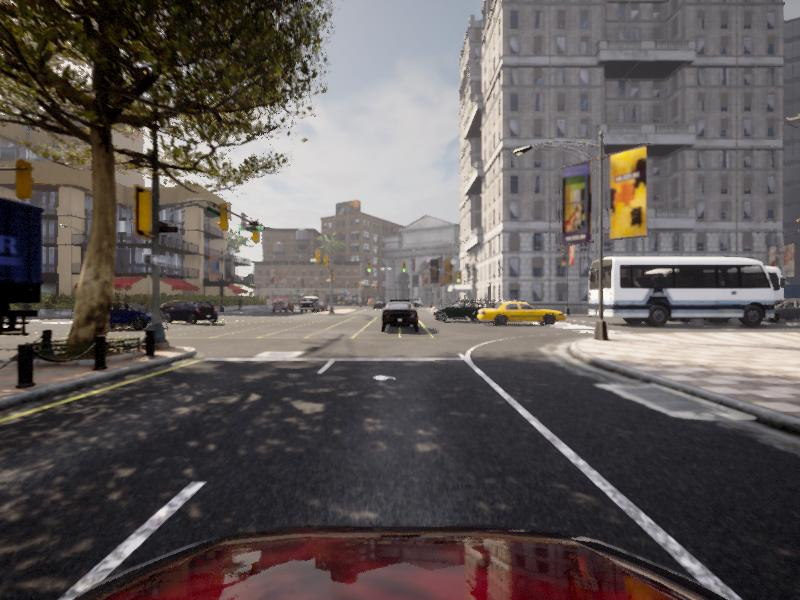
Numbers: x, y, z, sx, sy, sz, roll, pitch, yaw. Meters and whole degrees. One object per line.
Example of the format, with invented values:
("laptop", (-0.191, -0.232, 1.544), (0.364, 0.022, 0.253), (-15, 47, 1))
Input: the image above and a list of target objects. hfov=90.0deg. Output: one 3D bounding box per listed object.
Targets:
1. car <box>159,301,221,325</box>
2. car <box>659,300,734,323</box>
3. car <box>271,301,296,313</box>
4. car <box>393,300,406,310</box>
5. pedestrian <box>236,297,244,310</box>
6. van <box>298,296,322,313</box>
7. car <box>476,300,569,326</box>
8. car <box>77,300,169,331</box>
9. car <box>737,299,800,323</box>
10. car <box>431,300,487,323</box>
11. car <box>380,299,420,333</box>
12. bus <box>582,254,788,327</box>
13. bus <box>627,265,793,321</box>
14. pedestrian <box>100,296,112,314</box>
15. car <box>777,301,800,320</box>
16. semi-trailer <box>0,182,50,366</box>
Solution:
("car", (-13.867, 0.819, 26.382), (3.633, 1.501, 1.845), (0, 0, 26))
("car", (21.266, 0.779, 28.790), (3.988, 1.617, 1.851), (0, 0, 0))
("car", (-15.004, 0.854, 51.743), (1.812, 1.442, 4.674), (0, 0, 0))
("car", (-0.009, 0.777, 68.727), (2.152, 1.651, 5.027), (0, 0, 0))
("pedestrian", (-22.236, 0.468, 55.652), (0.751, 1.860, 0.751), (0, 0, -1))
("van", (-11.499, 0.555, 51.130), (2.069, 2.038, 4.480), (0, 0, 0))
("car", (7.633, 0.794, 25.353), (5.366, 1.575, 1.801), (0, 0, 3))
("car", (-14.826, 0.810, 21.584), (3.705, 1.549, 1.789), (0, 0, 0))
("car", (27.518, 0.747, 28.817), (4.611, 1.667, 2.242), (0, 0, 0))
("car", (4.183, 0.808, 28.692), (3.705, 1.549, 1.789), (0, 0, 0))
("car", (-0.002, 0.764, 21.768), (1.930, 1.638, 5.238), (0, 0, 0))
("bus", (17.572, -0.542, 25.389), (10.273, 4.253, 3.944), (0, 0, 0))
("bus", (24.550, -0.544, 32.180), (10.273, 4.253, 3.944), (0, 0, 0))
("pedestrian", (-30.510, 0.472, 41.482), (0.751, 1.860, 0.751), (0, 0, -2))
("car", (33.122, 0.817, 32.310), (3.633, 1.501, 1.845), (0, 0, 0))
("semi-trailer", (-11.121, -0.619, 3.813), (2.717, 4.402, 14.254), (0, 0, 2))
